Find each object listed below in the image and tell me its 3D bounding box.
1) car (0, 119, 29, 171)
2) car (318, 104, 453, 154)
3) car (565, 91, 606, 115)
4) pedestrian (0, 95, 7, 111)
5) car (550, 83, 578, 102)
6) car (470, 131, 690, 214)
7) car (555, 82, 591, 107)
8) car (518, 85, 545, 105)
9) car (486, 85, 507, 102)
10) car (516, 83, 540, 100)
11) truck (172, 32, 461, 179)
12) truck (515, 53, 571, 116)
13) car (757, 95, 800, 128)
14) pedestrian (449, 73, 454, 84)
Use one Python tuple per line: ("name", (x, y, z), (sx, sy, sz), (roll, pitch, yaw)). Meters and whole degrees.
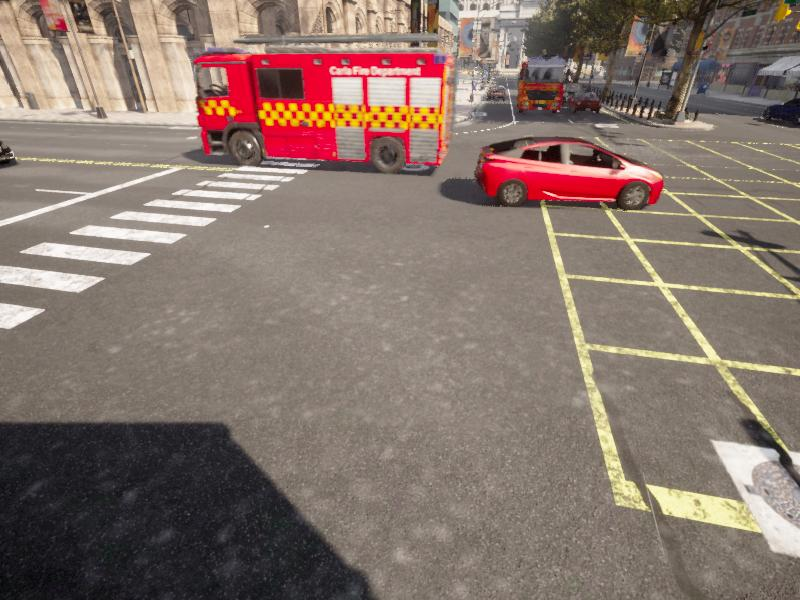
("car", (-15.829, -5.279, 13.570), (4.892, 1.490, 1.837), (6, 31, 11))
("car", (-0.537, -7.266, 16.837), (5.238, 1.638, 1.930), (6, 31, 11))
("car", (14.102, -15.122, 30.644), (1.895, 1.301, 4.718), (6, 31, 11))
("pedestrian", (-30.222, -15.036, 29.560), (0.751, 1.860, 0.751), (3, 30, 5))
("car", (16.913, -21.521, 41.426), (1.970, 1.475, 3.806), (7, 31, 11))
("car", (4.203, -3.317, 10.190), (4.514, 1.525, 2.007), (3, 30, 4))
("car", (15.615, -18.742, 36.350), (2.097, 1.767, 4.553), (6, 31, 11))
("car", (12.494, -19.655, 38.226), (1.970, 1.475, 3.806), (6, 31, 11))
("car", (9.978, -21.411, 41.401), (1.895, 1.301, 4.718), (6, 31, 11))
("car", (13.929, -22.862, 43.828), (1.994, 1.385, 4.181), (6, 31, 10))
("truck", (-2.471, -6.619, 13.562), (8.468, 3.827, 2.891), (6, 31, 11))
("truck", (10.813, -16.895, 31.170), (2.891, 3.827, 8.468), (6, 31, 11))
("car", (24.248, -11.387, 24.106), (1.812, 1.442, 4.674), (5, 31, 8))
("pedestrian", (9.734, -41.817, 75.453), (0.751, 1.860, 0.751), (6, 31, 10))
